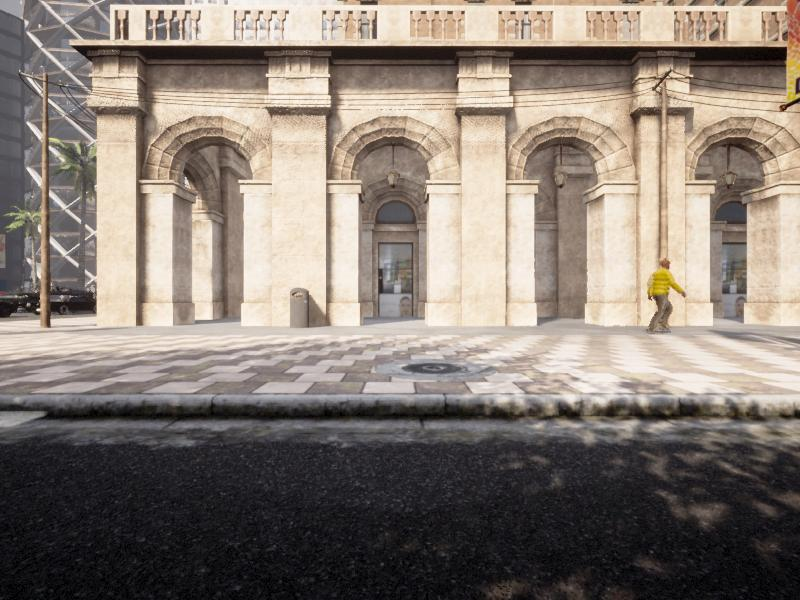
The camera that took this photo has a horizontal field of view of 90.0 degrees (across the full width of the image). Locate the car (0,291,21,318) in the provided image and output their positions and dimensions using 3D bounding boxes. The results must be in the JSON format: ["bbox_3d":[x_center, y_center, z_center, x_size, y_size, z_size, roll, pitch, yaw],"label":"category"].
[{"bbox_3d":[-23.029,0.251,21.246,1.816,1.474,4.193,0,0,0],"label":"car"}]

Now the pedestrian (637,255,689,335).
[{"bbox_3d":[6.301,-0.114,9.614,0.751,1.860,0.751,0,0,0],"label":"pedestrian"}]

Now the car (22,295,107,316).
[{"bbox_3d":[-23.035,0.340,27.750,1.895,1.301,4.718,0,0,0],"label":"car"}]

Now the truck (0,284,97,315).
[{"bbox_3d":[-26.538,-0.062,30.273,2.390,2.098,6.274,0,0,0],"label":"truck"}]
